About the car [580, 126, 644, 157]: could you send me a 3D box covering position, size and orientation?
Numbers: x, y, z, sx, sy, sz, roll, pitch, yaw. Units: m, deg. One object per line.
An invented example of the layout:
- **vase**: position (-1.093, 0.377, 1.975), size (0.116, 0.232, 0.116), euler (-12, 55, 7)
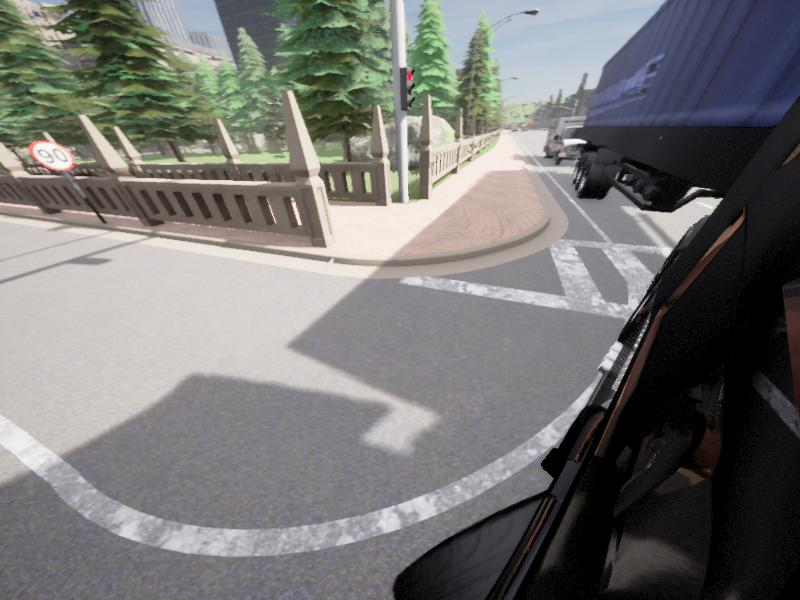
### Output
- **car**: position (16.321, -12.530, 18.162), size (2.097, 1.767, 4.553), euler (10, 38, 17)

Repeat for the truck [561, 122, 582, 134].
- **truck**: position (39.874, -40.045, 53.839), size (2.390, 2.098, 6.274), euler (10, 38, 17)

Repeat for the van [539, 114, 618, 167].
- **van**: position (11.467, -10.768, 15.559), size (2.351, 2.431, 6.366), euler (10, 38, 17)

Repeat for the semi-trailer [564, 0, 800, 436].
- **semi-trailer**: position (6.780, -4.421, 5.522), size (2.717, 4.402, 14.254), euler (15, 40, 22)

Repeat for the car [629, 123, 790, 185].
- **car**: position (12.744, -6.542, 10.167), size (1.932, 1.855, 4.605), euler (10, 38, 17)

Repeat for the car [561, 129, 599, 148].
- **car**: position (19.414, -17.613, 25.117), size (2.007, 1.525, 4.514), euler (10, 38, 17)

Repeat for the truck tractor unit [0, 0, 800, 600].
- **truck tractor unit**: position (2.645, -0.295, 0.351), size (6.516, 4.208, 3.053), euler (-28, 44, -30)
